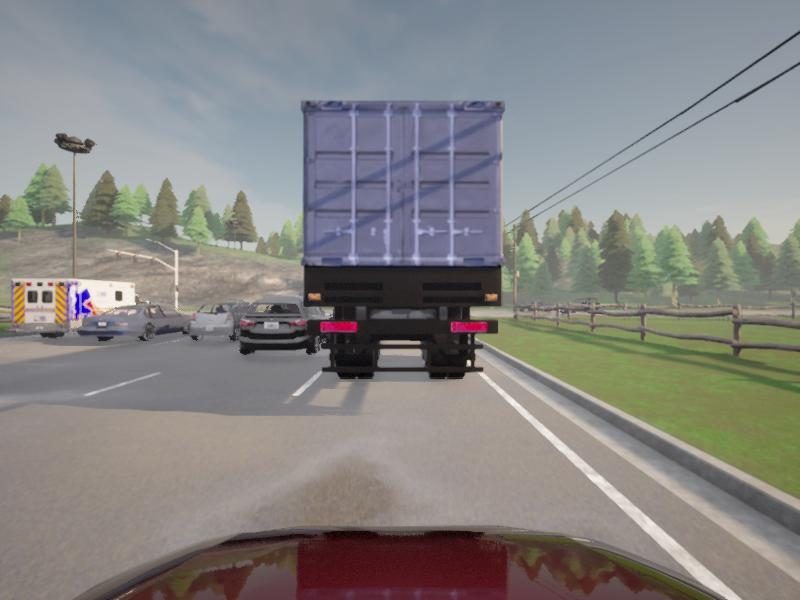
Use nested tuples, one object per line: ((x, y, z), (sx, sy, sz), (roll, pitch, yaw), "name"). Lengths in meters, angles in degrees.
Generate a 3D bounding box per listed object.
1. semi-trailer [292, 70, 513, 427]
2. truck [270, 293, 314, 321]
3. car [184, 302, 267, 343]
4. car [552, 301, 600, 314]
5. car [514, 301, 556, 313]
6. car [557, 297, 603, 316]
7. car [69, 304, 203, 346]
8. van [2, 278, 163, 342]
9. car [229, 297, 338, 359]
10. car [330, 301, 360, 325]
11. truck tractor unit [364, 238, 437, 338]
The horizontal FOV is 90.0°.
((0.022, -0.614, 12.051), (2.717, 4.402, 14.254), (0, 0, 0), "semi-trailer")
((-9.155, 0.557, 33.366), (2.390, 2.098, 6.274), (1, 0, -26), "truck")
((-6.993, 0.833, 16.471), (1.845, 1.501, 3.633), (0, 0, 0), "car")
((21.222, 0.855, 48.352), (4.902, 1.511, 2.128), (0, 0, 1), "car")
((17.459, 0.865, 51.882), (4.892, 1.490, 1.837), (0, 0, 0), "car")
((18.551, 0.662, 41.378), (3.866, 1.878, 1.905), (0, 0, 1), "car")
((-10.492, 0.901, 16.604), (2.033, 1.411, 5.357), (0, 0, 0), "car")
((-13.992, 0.385, 18.431), (2.351, 2.431, 6.366), (0, 0, 0), "van")
((-3.496, 0.761, 13.117), (2.242, 1.667, 4.611), (0, 0, 0), "car")
((-3.728, 0.857, 27.970), (1.837, 1.490, 4.892), (0, 0, -5), "car")
((0.008, -0.489, 19.971), (3.053, 4.208, 6.516), (0, 0, 0), "truck tractor unit")
